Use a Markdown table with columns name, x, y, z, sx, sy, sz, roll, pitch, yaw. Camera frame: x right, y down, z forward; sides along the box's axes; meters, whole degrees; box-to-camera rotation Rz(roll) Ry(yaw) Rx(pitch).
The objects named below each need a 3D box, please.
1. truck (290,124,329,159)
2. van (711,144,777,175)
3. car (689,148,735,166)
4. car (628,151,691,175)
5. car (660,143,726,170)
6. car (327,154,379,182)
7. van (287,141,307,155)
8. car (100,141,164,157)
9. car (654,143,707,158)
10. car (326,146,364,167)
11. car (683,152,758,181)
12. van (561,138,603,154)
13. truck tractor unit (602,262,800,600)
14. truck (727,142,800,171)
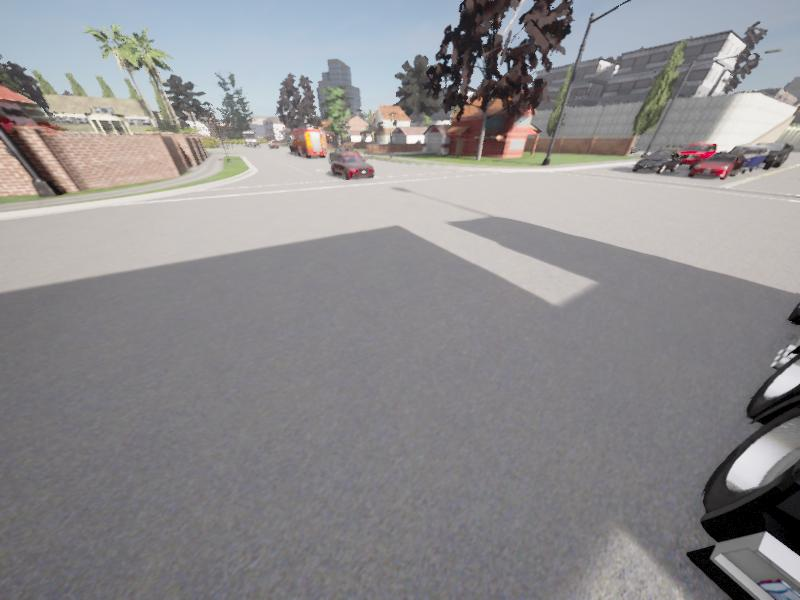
| name | x | y | z | sx | sy | sz | roll | pitch | yaw |
| --- | --- | --- | --- | --- | --- | --- | --- | --- | --- |
| truck | -13.661 | -23.763 | 34.696 | 2.891 | 3.827 | 8.468 | -19 | 39 | -25 |
| van | 28.814 | -11.845 | 19.389 | 4.442 | 1.987 | 1.775 | -18 | 39 | -24 |
| car | 34.664 | -15.921 | 25.691 | 3.806 | 1.475 | 1.970 | -19 | 39 | -25 |
| car | 21.977 | -11.701 | 19.586 | 4.892 | 1.490 | 1.837 | -18 | 39 | -24 |
| car | 28.604 | -14.089 | 22.548 | 5.566 | 2.045 | 2.150 | -18 | 39 | -24 |
| car | -3.437 | -9.503 | 16.466 | 1.994 | 1.385 | 4.181 | -20 | 39 | -26 |
| van | -18.465 | -27.310 | 41.373 | 1.775 | 1.987 | 4.442 | -21 | 40 | -27 |
| car | -35.391 | -20.102 | 30.759 | 5.027 | 1.636 | 2.152 | -19 | 39 | -25 |
| car | 43.345 | -23.215 | 35.825 | 1.932 | 1.855 | 4.605 | -19 | 39 | -25 |
| car | -6.086 | -15.821 | 25.275 | 2.152 | 1.651 | 5.027 | -19 | 39 | -26 |
| car | 23.538 | -9.912 | 17.001 | 4.514 | 1.525 | 2.007 | -18 | 39 | -24 |
| van | 35.946 | -30.673 | 45.907 | 1.988 | 2.561 | 5.915 | -19 | 39 | -25 |
| truck tractor unit | 5.105 | -0.307 | 0.789 | 6.516 | 4.208 | 3.053 | -18 | 39 | -24 |
| truck | 35.238 | -13.955 | 22.336 | 6.274 | 2.098 | 2.390 | -18 | 39 | -24 |
